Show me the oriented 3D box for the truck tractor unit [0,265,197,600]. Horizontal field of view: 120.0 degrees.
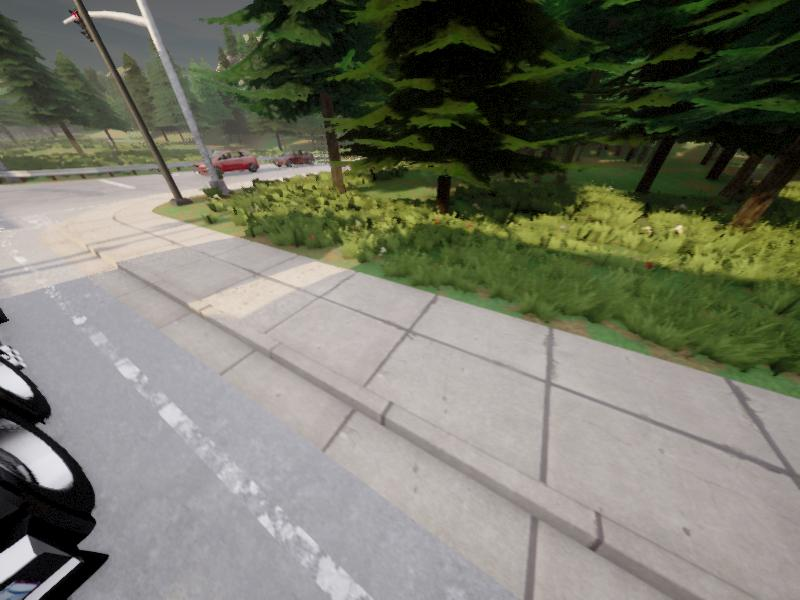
[{"bbox_3d":[-5.116,-0.295,0.775,6.516,4.208,3.053,18,39,24],"label":"truck tractor unit"}]
